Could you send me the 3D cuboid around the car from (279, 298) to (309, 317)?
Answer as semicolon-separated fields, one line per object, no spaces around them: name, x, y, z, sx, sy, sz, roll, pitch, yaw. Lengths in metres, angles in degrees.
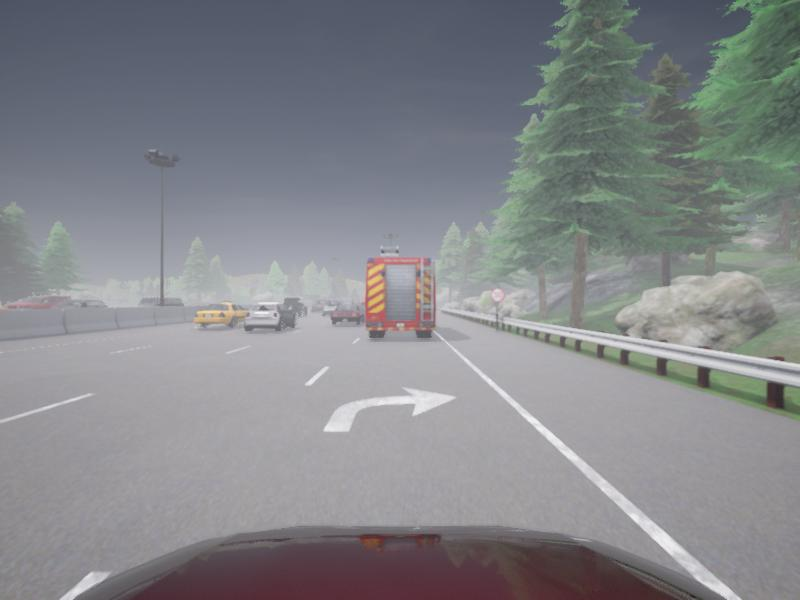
car;-10.458;0.708;39.793;1.905;1.878;3.866;0;0;0

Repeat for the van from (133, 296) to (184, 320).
van;-20.963;0.653;34.991;1.775;1.987;4.442;0;0;0

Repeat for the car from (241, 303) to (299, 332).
car;-6.974;0.887;21.918;1.970;1.475;3.806;0;0;0

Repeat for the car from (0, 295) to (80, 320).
car;-31.464;0.625;35.134;2.150;2.045;5.566;0;0;0

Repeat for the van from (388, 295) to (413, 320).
van;0.037;0.625;34.452;2.069;2.038;4.480;0;0;0

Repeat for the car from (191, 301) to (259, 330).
car;-10.474;0.839;24.405;1.801;1.575;5.366;0;0;0

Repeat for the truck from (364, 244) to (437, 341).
truck;0.027;-0.290;20.045;2.891;3.827;8.468;0;0;0

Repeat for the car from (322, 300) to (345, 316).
car;-6.956;0.853;42.260;1.851;1.617;3.988;0;0;0

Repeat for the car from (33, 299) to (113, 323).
car;-24.467;0.804;30.192;2.242;1.667;4.611;0;0;0

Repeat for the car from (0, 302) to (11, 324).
car;-27.972;0.862;25.286;1.882;1.535;5.008;0;0;0

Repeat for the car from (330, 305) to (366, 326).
car;-3.471;0.986;27.479;1.895;1.301;4.718;0;0;0
